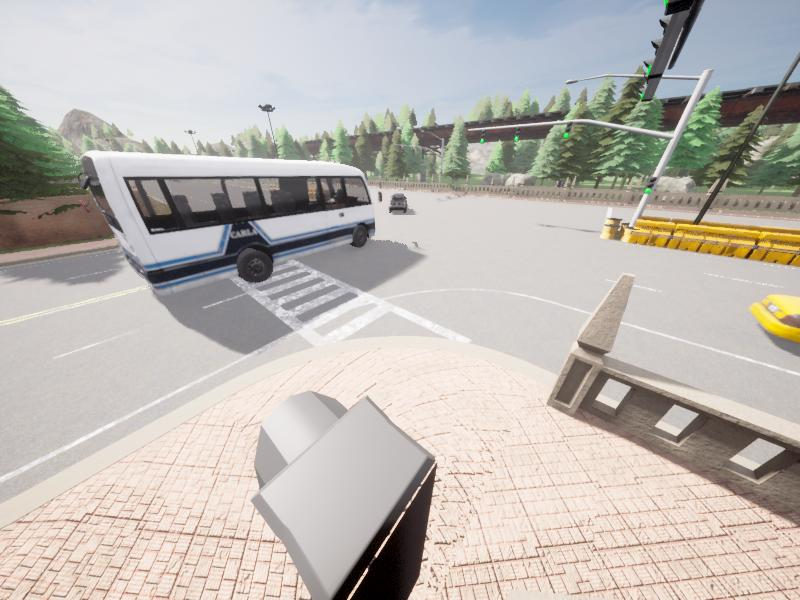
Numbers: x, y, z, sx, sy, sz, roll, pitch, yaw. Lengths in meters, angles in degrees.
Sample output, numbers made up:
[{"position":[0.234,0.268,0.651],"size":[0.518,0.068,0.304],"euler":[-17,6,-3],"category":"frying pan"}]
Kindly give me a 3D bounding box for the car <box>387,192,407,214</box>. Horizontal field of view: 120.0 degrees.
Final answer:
[{"position":[-0.238,-10.258,24.166],"size":[1.851,1.617,3.988],"euler":[1,30,1],"category":"car"}]

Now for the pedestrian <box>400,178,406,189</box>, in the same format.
[{"position":[0.572,-23.553,46.588],"size":[0.751,1.860,0.751],"euler":[24,38,35],"category":"pedestrian"}]

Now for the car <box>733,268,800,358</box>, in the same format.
[{"position":[11.769,1.024,4.650],"size":[5.366,1.575,1.801],"euler":[23,37,34],"category":"car"}]

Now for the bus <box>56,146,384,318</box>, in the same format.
[{"position":[-5.524,-3.889,10.473],"size":[3.944,4.253,10.273],"euler":[20,34,30],"category":"bus"}]

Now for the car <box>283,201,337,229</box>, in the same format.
[{"position":[-7.286,-6.937,18.652],"size":[4.181,1.385,1.994],"euler":[24,37,35],"category":"car"}]
